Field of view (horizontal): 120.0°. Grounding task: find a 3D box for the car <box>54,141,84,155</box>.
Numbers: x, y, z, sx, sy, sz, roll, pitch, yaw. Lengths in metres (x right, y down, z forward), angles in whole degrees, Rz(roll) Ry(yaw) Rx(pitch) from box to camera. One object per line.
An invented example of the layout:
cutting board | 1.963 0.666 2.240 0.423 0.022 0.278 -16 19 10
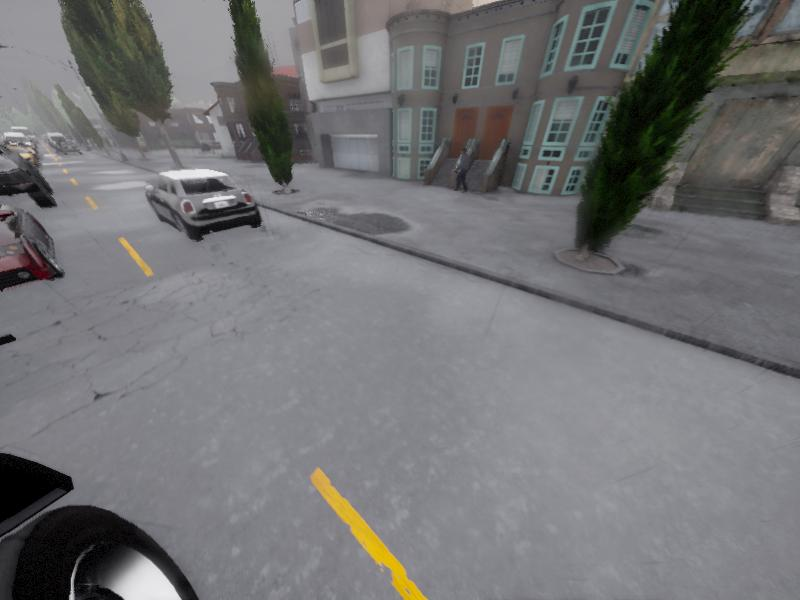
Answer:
car | -47.849 -21.993 33.377 3.705 1.549 1.789 24 42 30

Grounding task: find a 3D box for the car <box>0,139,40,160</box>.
car | -43.219 -17.117 26.200 4.605 1.855 1.932 24 41 30

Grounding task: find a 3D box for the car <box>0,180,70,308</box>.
car | -8.199 -1.058 4.154 4.181 1.385 1.994 24 42 30

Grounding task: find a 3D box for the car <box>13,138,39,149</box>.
car | -75.793 -31.825 46.866 4.553 1.767 2.097 24 42 30

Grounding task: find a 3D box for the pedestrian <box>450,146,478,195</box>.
pedestrian | 2.937 -6.006 10.719 0.751 1.860 0.751 20 39 25

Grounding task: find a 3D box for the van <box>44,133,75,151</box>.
van | -62.038 -28.839 42.079 5.915 2.561 1.988 24 42 30

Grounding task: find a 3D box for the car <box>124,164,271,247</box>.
car | -6.019 -3.034 6.905 3.806 1.475 1.970 24 41 30

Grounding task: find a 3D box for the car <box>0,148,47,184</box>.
car | -24.035 -8.285 14.150 4.902 1.511 2.128 24 42 30

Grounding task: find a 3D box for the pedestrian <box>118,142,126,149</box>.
pedestrian | -54.546 -30.265 45.295 0.500 1.100 0.500 11 36 15

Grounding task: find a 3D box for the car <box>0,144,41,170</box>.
car | -32.824 -12.291 19.700 5.366 1.575 1.801 24 41 30

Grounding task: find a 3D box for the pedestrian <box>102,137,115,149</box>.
pedestrian | -55.483 -29.838 43.988 0.751 1.860 0.751 22 40 28

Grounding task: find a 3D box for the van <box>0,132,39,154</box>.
van | -57.572 -23.901 35.090 5.915 2.561 1.988 24 42 30

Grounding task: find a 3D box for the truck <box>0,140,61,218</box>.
truck | -15.618 -4.715 8.650 6.274 2.098 2.390 24 41 30
